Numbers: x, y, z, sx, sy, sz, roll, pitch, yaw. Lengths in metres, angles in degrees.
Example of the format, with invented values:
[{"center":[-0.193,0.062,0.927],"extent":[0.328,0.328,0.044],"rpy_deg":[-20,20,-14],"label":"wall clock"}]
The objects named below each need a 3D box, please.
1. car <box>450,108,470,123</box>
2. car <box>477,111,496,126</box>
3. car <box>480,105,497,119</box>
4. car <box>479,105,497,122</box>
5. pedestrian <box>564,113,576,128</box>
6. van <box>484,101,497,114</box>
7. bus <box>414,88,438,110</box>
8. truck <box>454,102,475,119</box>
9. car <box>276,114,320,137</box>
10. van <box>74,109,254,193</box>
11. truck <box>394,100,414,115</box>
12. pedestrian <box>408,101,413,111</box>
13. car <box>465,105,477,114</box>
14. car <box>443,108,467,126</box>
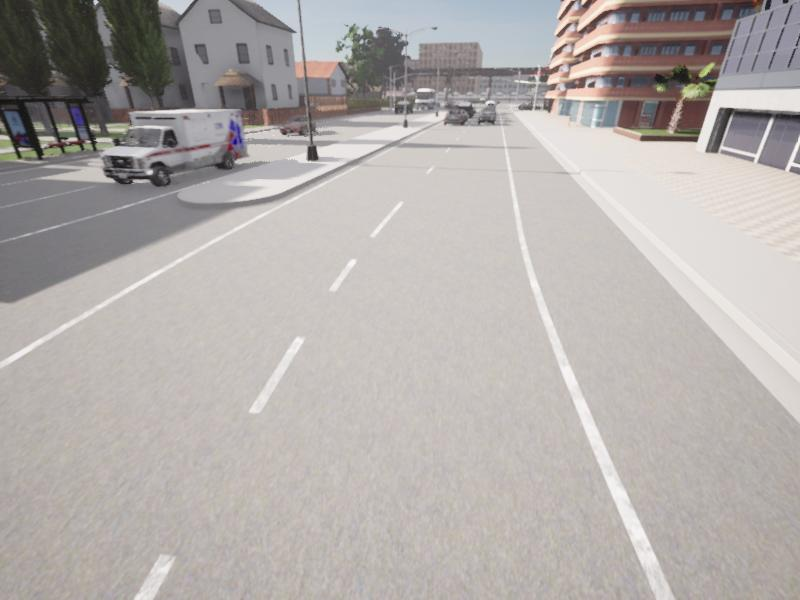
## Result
[{"center":[7.678,-23.750,51.288],"extent":[2.038,1.542,4.974],"rpy_deg":[6,28,11],"label":"car"},{"center":[10.039,-21.046,46.286],"extent":[1.895,1.301,4.718],"rpy_deg":[6,28,11],"label":"car"},{"center":[13.159,-27.809,59.192],"extent":[2.152,1.651,5.027],"rpy_deg":[5,28,11],"label":"car"},{"center":[11.486,-24.344,52.175],"extent":[2.097,1.767,4.553],"rpy_deg":[6,28,11],"label":"car"},{"center":[16.752,-17.739,39.443],"extent":[0.751,1.300,0.751],"rpy_deg":[15,31,26],"label":"pedestrian"},{"center":[16.435,-35.080,72.824],"extent":[2.069,2.038,4.480],"rpy_deg":[6,28,11],"label":"van"},{"center":[6.185,-46.536,92.698],"extent":[3.944,4.253,10.273],"rpy_deg":[6,28,11],"label":"bus"},{"center":[9.516,-27.905,58.772],"extent":[2.390,2.098,6.274],"rpy_deg":[6,28,11],"label":"truck"},{"center":[-8.409,-14.557,33.351],"extent":[1.816,1.474,4.193],"rpy_deg":[6,28,11],"label":"car"},{"center":[-8.914,-6.346,16.303],"extent":[2.351,2.431,6.366],"rpy_deg":[6,28,11],"label":"van"},{"center":[0.726,-34.247,71.081],"extent":[2.390,2.098,6.274],"rpy_deg":[6,28,11],"label":"truck"},{"center":[2.245,-41.071,84.602],"extent":[0.751,1.860,0.751],"rpy_deg":[6,28,12],"label":"pedestrian"},{"center":[13.031,-35.025,73.532],"extent":[1.895,1.301,4.718],"rpy_deg":[6,28,11],"label":"car"},{"center":[6.251,-20.777,45.333],"extent":[2.242,1.667,4.611],"rpy_deg":[6,28,11],"label":"car"}]
